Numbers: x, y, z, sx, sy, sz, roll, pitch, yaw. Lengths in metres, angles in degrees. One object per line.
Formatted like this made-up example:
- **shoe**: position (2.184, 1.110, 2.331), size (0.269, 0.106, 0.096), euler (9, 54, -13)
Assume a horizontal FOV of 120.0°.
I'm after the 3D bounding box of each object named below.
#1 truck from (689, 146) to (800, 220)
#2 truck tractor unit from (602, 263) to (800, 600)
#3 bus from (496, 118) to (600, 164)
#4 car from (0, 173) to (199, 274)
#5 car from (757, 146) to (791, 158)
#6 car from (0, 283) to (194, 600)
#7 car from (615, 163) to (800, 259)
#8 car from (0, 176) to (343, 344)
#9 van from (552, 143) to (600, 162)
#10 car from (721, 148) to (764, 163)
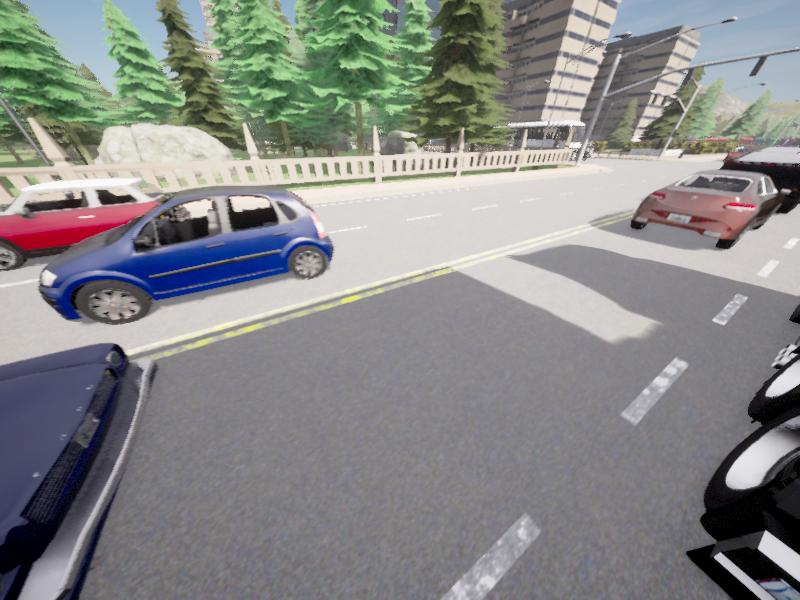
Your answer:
- **truck**: position (15.736, -5.204, 9.762), size (6.274, 2.098, 2.390), euler (-18, 39, -24)
- **truck tractor unit**: position (5.108, -0.304, 0.785), size (6.516, 4.208, 3.053), euler (-18, 39, -24)
- **bus**: position (18.848, -21.138, 30.799), size (3.944, 4.253, 10.273), euler (-18, 39, -24)
- **car**: position (-7.585, -1.969, 5.479), size (3.806, 1.475, 1.970), euler (-18, 39, -24)
- **car**: position (63.826, -25.271, 39.411), size (4.974, 1.542, 2.038), euler (-18, 39, -24)
- **car**: position (-3.937, 1.531, 0.636), size (4.718, 1.301, 1.895), euler (-18, 39, -24)
- **car**: position (9.245, -2.895, 6.811), size (5.027, 1.651, 2.152), euler (-18, 39, -24)
- **car**: position (-3.364, -1.092, 4.137), size (3.988, 1.617, 1.851), euler (-18, 39, -24)
- **van**: position (23.254, -19.691, 30.734), size (1.775, 1.987, 4.442), euler (-19, 39, -25)
- **car**: position (45.697, -19.383, 30.867), size (4.514, 1.525, 2.007), euler (-17, 38, -23)
